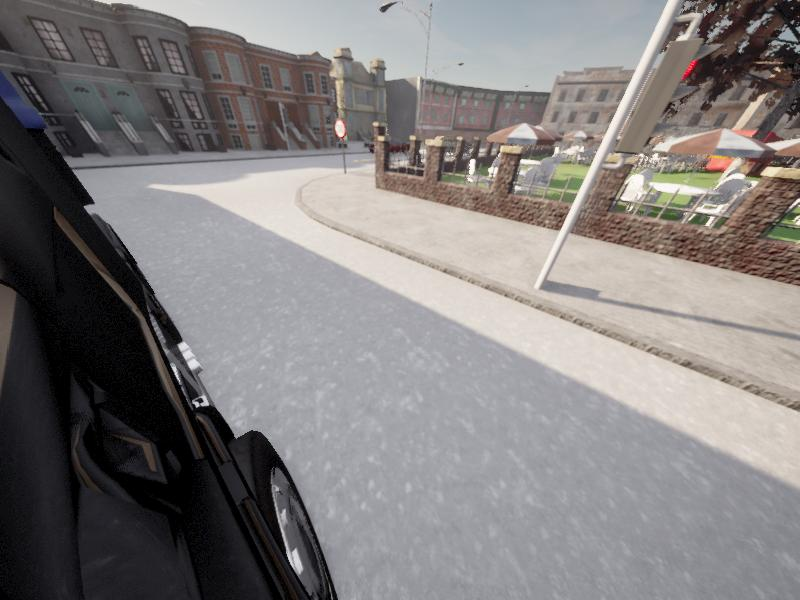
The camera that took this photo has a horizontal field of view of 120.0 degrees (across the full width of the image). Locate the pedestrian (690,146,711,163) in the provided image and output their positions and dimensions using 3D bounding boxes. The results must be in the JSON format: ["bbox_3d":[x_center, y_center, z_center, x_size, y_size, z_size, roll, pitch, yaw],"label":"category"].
[{"bbox_3d":[39.187,-18.987,30.146,0.751,1.860,0.751,-23,44,-31],"label":"pedestrian"}]

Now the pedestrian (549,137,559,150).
[{"bbox_3d":[27.286,-27.753,40.850,0.751,1.860,0.751,15,38,15],"label":"pedestrian"}]

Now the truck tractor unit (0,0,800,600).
[{"bbox_3d":[-2.645,-0.295,0.351,6.516,4.208,3.053,28,44,30],"label":"truck tractor unit"}]

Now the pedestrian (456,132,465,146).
[{"bbox_3d":[10.029,-26.754,38.320,0.751,1.860,0.751,-20,42,-27],"label":"pedestrian"}]

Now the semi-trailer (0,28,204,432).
[{"bbox_3d":[-8.808,-3.538,4.101,14.254,4.402,2.717,27,43,28],"label":"semi-trailer"}]

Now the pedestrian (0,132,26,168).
[{"bbox_3d":[-16.986,-6.586,9.523,0.751,1.860,0.751,-28,47,-35],"label":"pedestrian"}]

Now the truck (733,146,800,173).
[{"bbox_3d":[43.548,-15.844,26.094,6.274,2.098,2.390,26,43,28],"label":"truck"}]

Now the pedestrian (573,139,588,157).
[{"bbox_3d":[23.071,-19.513,29.559,0.751,1.860,0.751,27,43,28],"label":"pedestrian"}]

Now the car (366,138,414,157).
[{"bbox_3d":[-0.857,-14.694,22.150,1.895,1.301,4.718,27,43,29],"label":"car"}]

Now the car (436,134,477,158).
[{"bbox_3d":[5.878,-15.977,23.848,1.932,1.855,4.605,27,43,29],"label":"car"}]

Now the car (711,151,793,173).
[{"bbox_3d":[38.285,-15.204,25.354,4.514,1.525,2.007,27,43,29],"label":"car"}]

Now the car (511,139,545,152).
[{"bbox_3d":[19.242,-23.294,34.875,3.806,1.475,1.970,-7,38,-14],"label":"car"}]
